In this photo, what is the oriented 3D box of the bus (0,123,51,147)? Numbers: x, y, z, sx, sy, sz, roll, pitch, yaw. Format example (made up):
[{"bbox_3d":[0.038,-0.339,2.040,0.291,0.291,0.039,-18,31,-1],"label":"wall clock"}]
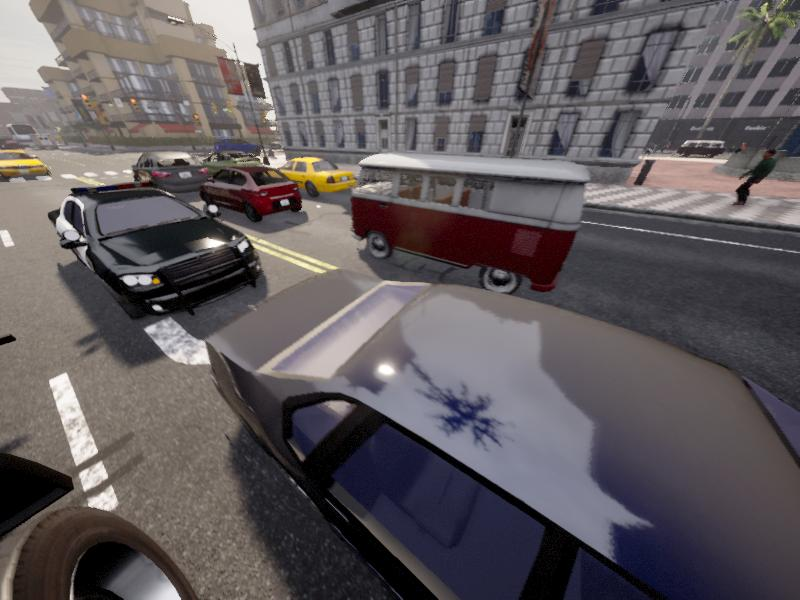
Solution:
[{"bbox_3d":[-86.300,-37.843,53.159,10.273,4.253,3.944,21,40,26],"label":"bus"}]

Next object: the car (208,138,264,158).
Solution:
[{"bbox_3d":[-21.509,-20.281,30.700,2.150,2.045,5.566,14,38,19],"label":"car"}]

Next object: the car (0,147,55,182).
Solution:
[{"bbox_3d":[-24.648,-8.856,14.889,5.366,1.575,1.801,22,41,28],"label":"car"}]

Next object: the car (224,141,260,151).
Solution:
[{"bbox_3d":[-29.561,-28.941,43.394,2.163,1.488,4.792,21,40,26],"label":"car"}]

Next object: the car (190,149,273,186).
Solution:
[{"bbox_3d":[-10.289,-8.197,14.114,4.514,1.525,2.007,21,40,26],"label":"car"}]

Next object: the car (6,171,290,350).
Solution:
[{"bbox_3d":[-4.715,-1.268,4.336,4.974,1.542,2.038,21,40,27],"label":"car"}]

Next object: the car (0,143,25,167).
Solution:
[{"bbox_3d":[-35.568,-11.626,18.677,1.930,1.638,5.238,20,40,26],"label":"car"}]

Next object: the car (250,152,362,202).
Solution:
[{"bbox_3d":[-4.521,-6.047,11.067,5.366,1.575,1.801,21,40,26],"label":"car"}]

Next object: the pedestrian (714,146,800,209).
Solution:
[{"bbox_3d":[12.683,-4.368,8.272,0.751,1.860,0.751,19,39,24],"label":"pedestrian"}]

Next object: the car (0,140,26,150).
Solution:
[{"bbox_3d":[-74.752,-30.025,44.611,4.674,1.442,1.812,21,40,26],"label":"car"}]

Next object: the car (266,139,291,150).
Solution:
[{"bbox_3d":[-25.454,-32.704,48.421,1.905,1.878,3.866,21,40,26],"label":"car"}]

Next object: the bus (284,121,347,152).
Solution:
[{"bbox_3d":[-15.383,-30.527,43.347,3.944,4.253,10.273,21,40,26],"label":"bus"}]

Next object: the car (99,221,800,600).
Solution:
[{"bbox_3d":[0.912,0.956,1.349,5.357,1.411,2.033,21,40,27],"label":"car"}]

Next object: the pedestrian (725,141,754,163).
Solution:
[{"bbox_3d":[35.666,-15.541,24.280,0.751,1.860,0.751,-14,38,-20],"label":"pedestrian"}]

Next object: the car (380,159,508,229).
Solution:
[{"bbox_3d":[1.354,-3.786,7.928,3.705,1.549,1.789,21,40,27],"label":"car"}]

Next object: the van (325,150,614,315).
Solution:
[{"bbox_3d":[0.903,-1.718,4.623,4.442,1.987,1.775,21,40,27],"label":"van"}]

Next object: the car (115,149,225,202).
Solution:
[{"bbox_3d":[-10.932,-6.083,10.990,4.611,1.667,2.242,23,41,29],"label":"car"}]

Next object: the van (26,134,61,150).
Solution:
[{"bbox_3d":[-69.082,-30.701,44.754,6.366,2.431,2.351,21,40,26],"label":"van"}]

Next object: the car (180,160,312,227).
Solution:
[{"bbox_3d":[-5.383,-3.920,8.139,4.193,1.474,1.816,21,40,26],"label":"car"}]

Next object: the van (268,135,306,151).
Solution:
[{"bbox_3d":[-22.625,-31.729,46.578,2.351,2.431,6.366,21,40,26],"label":"van"}]

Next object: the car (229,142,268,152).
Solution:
[{"bbox_3d":[-27.032,-27.435,41.357,2.033,1.411,5.357,21,40,26],"label":"car"}]
